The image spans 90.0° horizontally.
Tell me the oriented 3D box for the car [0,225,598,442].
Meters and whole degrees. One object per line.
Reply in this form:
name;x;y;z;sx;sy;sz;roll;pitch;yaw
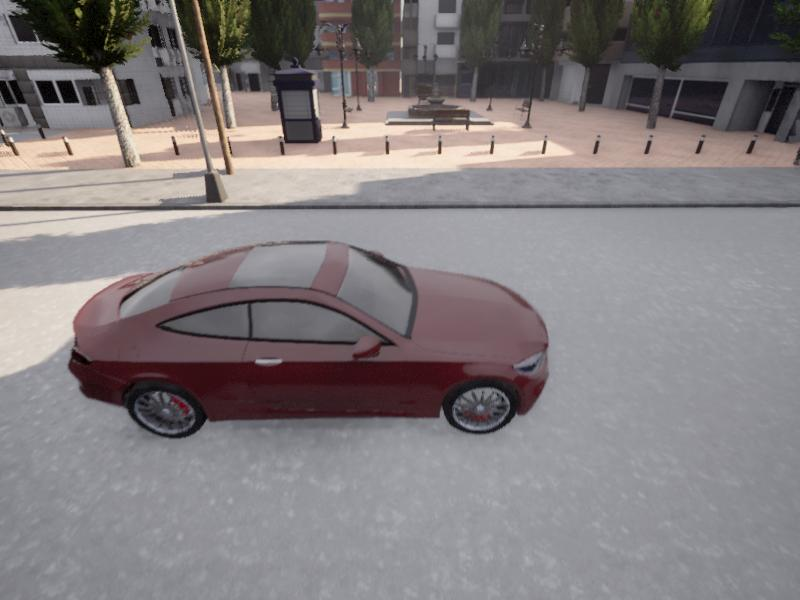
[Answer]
car;-0.834;0.226;4.174;4.674;1.442;1.812;0;30;-1
